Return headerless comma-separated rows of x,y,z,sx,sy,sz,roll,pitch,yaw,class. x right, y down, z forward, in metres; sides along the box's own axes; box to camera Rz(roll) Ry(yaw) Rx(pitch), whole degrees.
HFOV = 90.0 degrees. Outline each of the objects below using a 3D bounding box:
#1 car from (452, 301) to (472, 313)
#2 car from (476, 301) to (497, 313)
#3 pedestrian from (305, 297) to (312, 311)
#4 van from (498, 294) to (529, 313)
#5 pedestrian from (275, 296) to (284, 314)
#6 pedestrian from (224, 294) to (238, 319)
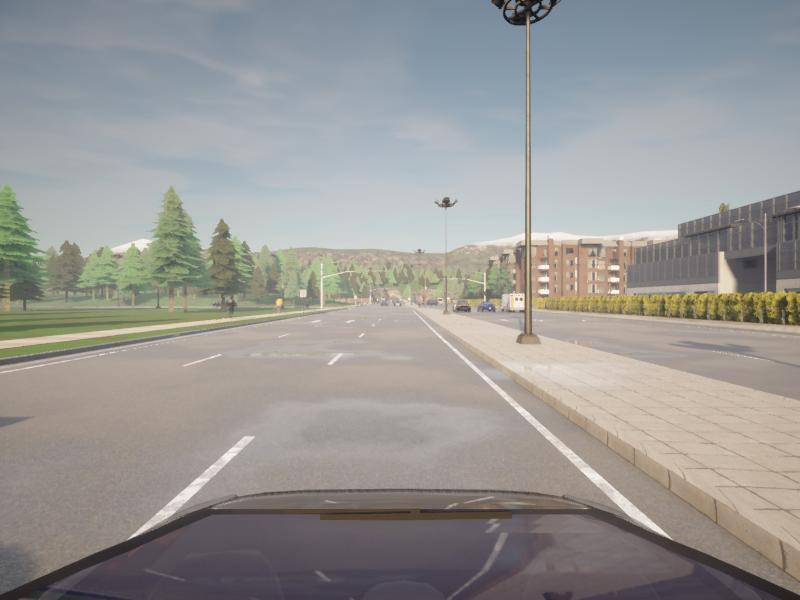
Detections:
8.250,0.874,53.841,2.038,1.542,4.974,0,0,1,car
11.755,0.918,54.568,1.812,1.442,4.674,0,0,0,car
-12.244,0.532,53.285,0.751,1.860,0.751,0,0,2,pedestrian
15.255,0.426,54.148,2.351,2.431,6.366,0,0,0,van
-12.445,0.521,41.313,0.751,1.860,0.751,0,0,2,pedestrian
-12.695,0.512,30.096,0.751,1.860,0.751,0,0,1,pedestrian
